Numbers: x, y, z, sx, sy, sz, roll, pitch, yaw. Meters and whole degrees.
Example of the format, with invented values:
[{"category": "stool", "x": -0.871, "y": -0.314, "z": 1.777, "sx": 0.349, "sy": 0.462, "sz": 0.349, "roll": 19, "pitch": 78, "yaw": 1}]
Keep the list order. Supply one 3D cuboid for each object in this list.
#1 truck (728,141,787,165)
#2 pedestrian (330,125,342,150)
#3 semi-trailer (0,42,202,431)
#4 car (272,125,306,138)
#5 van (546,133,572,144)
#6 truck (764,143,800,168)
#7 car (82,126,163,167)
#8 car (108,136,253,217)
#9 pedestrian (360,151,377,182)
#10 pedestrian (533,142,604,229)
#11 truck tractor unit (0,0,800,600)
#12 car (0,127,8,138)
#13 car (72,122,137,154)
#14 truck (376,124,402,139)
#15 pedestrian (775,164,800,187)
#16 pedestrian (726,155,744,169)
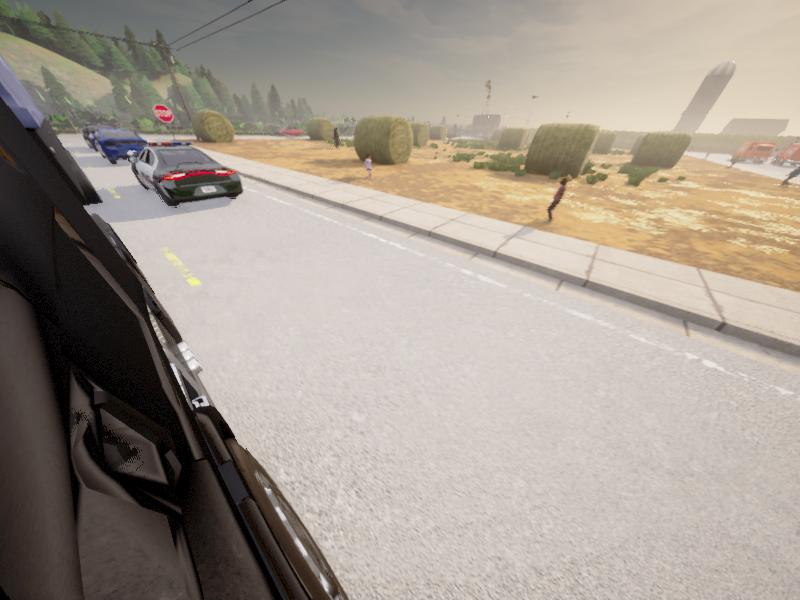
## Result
[{"category": "truck", "x": 49.789, "y": -20.686, "z": 32.404, "sx": 2.627, "sy": 2.467, "sz": 5.204, "roll": 27, "pitch": 42, "yaw": 29}, {"category": "pedestrian", "x": -6.046, "y": -15.373, "z": 21.868, "sx": 0.751, "sy": 1.860, "sz": 0.751, "roll": -9, "pitch": 39, "yaw": -16}, {"category": "semi-trailer", "x": -8.698, "y": -3.611, "z": 4.219, "sx": 14.254, "sy": 4.402, "sz": 2.717, "roll": 28, "pitch": 44, "yaw": 30}, {"category": "car", "x": -18.763, "y": -28.673, "z": 39.323, "sx": 2.007, "sy": 1.525, "sz": 4.514, "roll": 30, "pitch": 45, "yaw": 31}, {"category": "van", "x": 49.464, "y": -50.467, "z": 72.020, "sx": 5.915, "sy": 2.561, "sz": 1.988, "roll": 28, "pitch": 43, "yaw": 29}, {"category": "truck", "x": 52.207, "y": -19.071, "z": 30.393, "sx": 2.627, "sy": 2.467, "sz": 5.204, "roll": 27, "pitch": 43, "yaw": 29}, {"category": "car", "x": -15.662, "y": -8.746, "z": 13.009, "sx": 5.008, "sy": 1.535, "sz": 1.882, "roll": 28, "pitch": 43, "yaw": 29}, {"category": "car", "x": -7.378, "y": -4.365, "z": 7.724, "sx": 4.974, "sy": 1.542, "sz": 2.038, "roll": 28, "pitch": 44, "yaw": 29}, {"category": "pedestrian", "x": -1.368, "y": -5.805, "z": 10.073, "sx": 0.500, "sy": 1.100, "sz": 0.500, "roll": 25, "pitch": 42, "yaw": 27}, {"category": "pedestrian", "x": 4.240, "y": -2.947, "z": 5.991, "sx": 0.751, "sy": 1.860, "sz": 0.751, "roll": 19, "pitch": 40, "yaw": 20}, {"category": "truck tractor unit", "x": -2.645, "y": -0.295, "z": 0.351, "sx": 6.516, "sy": 4.208, "sz": 3.053, "roll": 28, "pitch": 44, "yaw": 30}, {"category": "car", "x": -36.692, "y": -14.280, "z": 19.009, "sx": 1.816, "sy": 1.474, "sz": 4.193, "roll": 30, "pitch": 45, "yaw": 31}, {"category": "car", "x": -21.001, "y": -11.555, "z": 16.413, "sx": 4.514, "sy": 1.525, "sz": 2.007, "roll": 28, "pitch": 43, "yaw": 29}, {"category": "truck", "x": -2.256, "y": -36.287, "z": 49.766, "sx": 2.627, "sy": 2.467, "sz": 5.204, "roll": 30, "pitch": 45, "yaw": 31}, {"category": "pedestrian", "x": 24.099, "y": -7.627, "z": 14.147, "sx": 0.500, "sy": 1.100, "sz": 0.500, "roll": 17, "pitch": 39, "yaw": 18}, {"category": "pedestrian", "x": 32.545, "y": -13.442, "z": 22.453, "sx": 0.500, "sy": 1.100, "sz": 0.500, "roll": 32, "pitch": 46, "yaw": 33}]
